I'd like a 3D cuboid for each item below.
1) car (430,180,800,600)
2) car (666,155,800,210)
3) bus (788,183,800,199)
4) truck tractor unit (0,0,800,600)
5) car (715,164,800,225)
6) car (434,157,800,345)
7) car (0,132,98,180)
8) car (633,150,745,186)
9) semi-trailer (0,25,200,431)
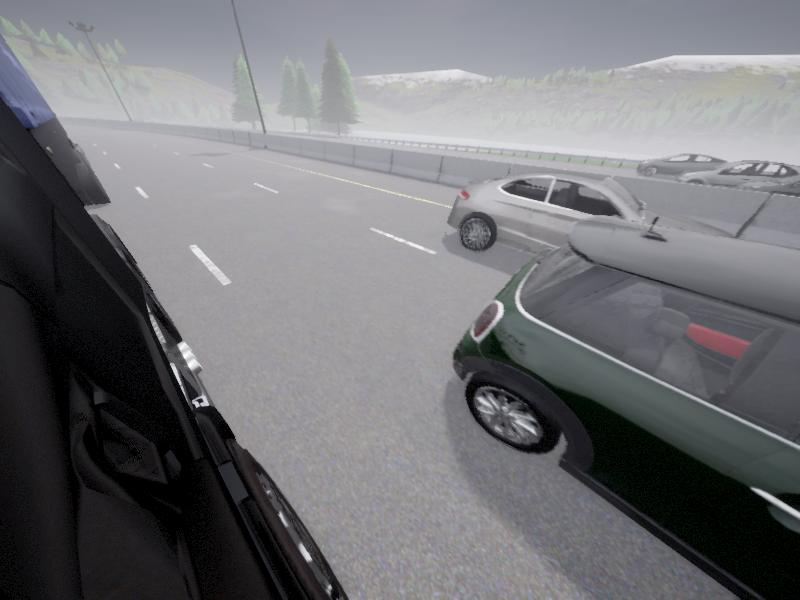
[{"bbox_3d":[2.738,0.756,1.334,4.553,1.767,2.097,30,44,31],"label":"car"},{"bbox_3d":[15.970,-5.738,11.015,3.988,1.617,1.851,30,44,31],"label":"car"},{"bbox_3d":[24.579,-4.663,7.939,10.273,4.253,3.944,29,44,31],"label":"bus"},{"bbox_3d":[-2.645,-0.295,0.351,6.516,4.208,3.053,28,44,30],"label":"truck tractor unit"},{"bbox_3d":[14.651,-3.647,8.187,3.705,1.549,1.789,30,44,31],"label":"car"},{"bbox_3d":[3.476,-1.568,4.625,5.027,1.651,2.152,30,44,31],"label":"car"},{"bbox_3d":[-15.460,-6.513,10.260,4.718,1.301,1.895,30,45,31],"label":"car"},{"bbox_3d":[19.571,-9.288,16.050,4.514,1.525,2.007,30,44,31],"label":"car"},{"bbox_3d":[-8.615,-3.666,4.299,14.254,4.402,2.717,29,44,31],"label":"semi-trailer"}]
